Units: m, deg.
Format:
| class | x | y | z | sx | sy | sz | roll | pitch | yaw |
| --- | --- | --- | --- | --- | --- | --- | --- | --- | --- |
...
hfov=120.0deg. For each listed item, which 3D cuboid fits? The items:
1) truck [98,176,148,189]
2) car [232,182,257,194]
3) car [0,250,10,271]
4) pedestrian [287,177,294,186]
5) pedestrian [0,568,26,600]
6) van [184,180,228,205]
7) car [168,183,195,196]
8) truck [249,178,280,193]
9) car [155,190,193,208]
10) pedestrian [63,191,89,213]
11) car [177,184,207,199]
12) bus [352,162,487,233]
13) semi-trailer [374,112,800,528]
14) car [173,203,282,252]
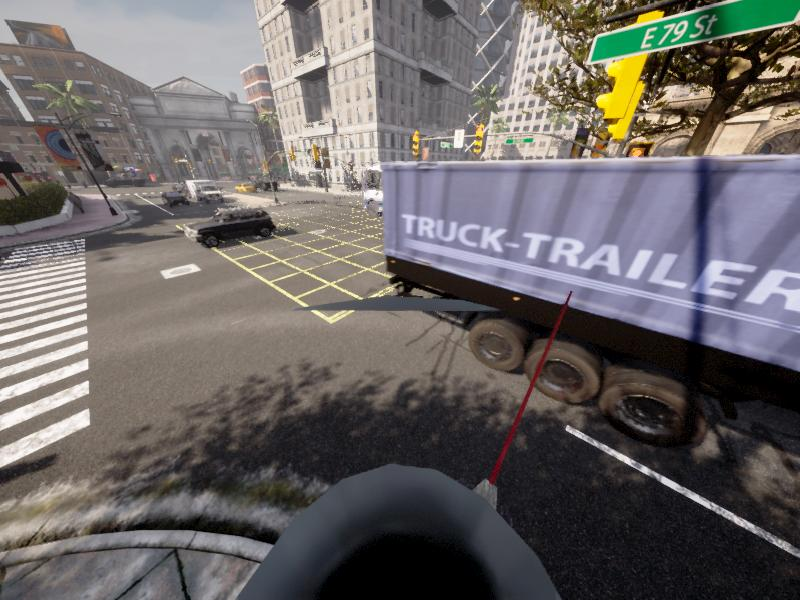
| class | x | y | z | sx | sy | sz | roll | pitch | yaw |
| --- | --- | --- | --- | --- | --- | --- | --- | --- | --- |
| truck | -59.566 | -25.442 | 49.969 | 6.274 | 2.098 | 2.390 | -19 | 35 | -30 |
| car | -27.676 | -20.013 | 41.088 | 5.366 | 1.575 | 1.801 | 23 | 37 | 34 |
| car | -19.574 | -1.500 | 9.127 | 1.970 | 1.475 | 3.806 | 23 | 37 | 34 |
| pedestrian | -25.021 | -27.081 | 52.698 | 0.751 | 1.860 | 0.751 | -26 | 39 | -38 |
| pedestrian | -3.995 | 2.441 | 1.565 | 0.751 | 1.860 | 0.751 | 24 | 38 | 35 |
| van | -25.231 | -14.113 | 30.022 | 6.366 | 2.431 | 2.351 | 23 | 37 | 34 |
| car | -36.557 | -18.525 | 38.581 | 4.902 | 1.511 | 2.128 | 23 | 37 | 34 |
| truck | -25.339 | -21.541 | 43.216 | 6.274 | 2.098 | 2.390 | 23 | 37 | 34 |
| car | -27.136 | -12.180 | 27.707 | 5.357 | 1.411 | 2.033 | 23 | 37 | 34 |
| pedestrian | -30.490 | -9.232 | 21.782 | 0.751 | 1.860 | 0.751 | 23 | 37 | 34 |
| car | -31.092 | -16.241 | 34.507 | 4.856 | 1.649 | 2.033 | 23 | 37 | 34 |
| bus | 1.052 | -8.967 | 19.290 | 10.273 | 4.253 | 3.944 | 23 | 37 | 34 |
| semi-trailer | 5.765 | 0.393 | 2.912 | 14.254 | 4.402 | 2.717 | 23 | 37 | 34 |
| car | -10.166 | -4.581 | 14.060 | 1.932 | 1.855 | 4.605 | 23 | 37 | 34 |
